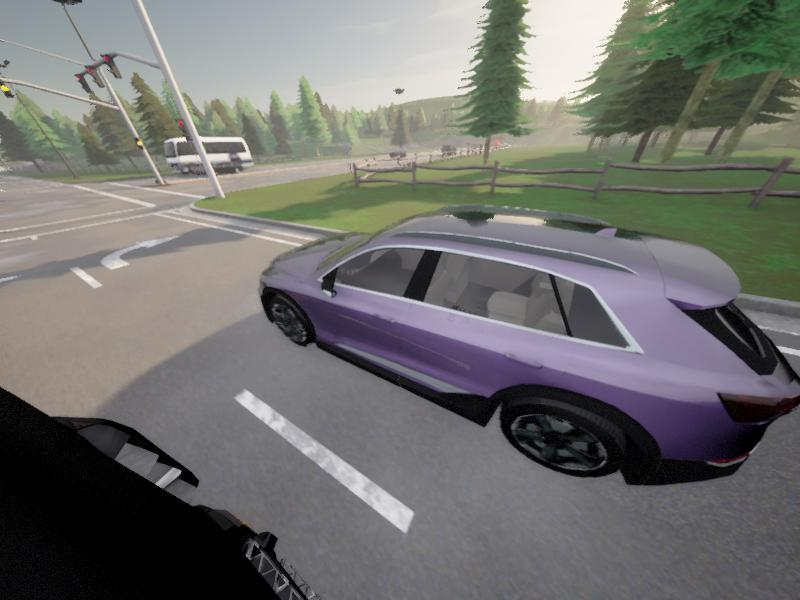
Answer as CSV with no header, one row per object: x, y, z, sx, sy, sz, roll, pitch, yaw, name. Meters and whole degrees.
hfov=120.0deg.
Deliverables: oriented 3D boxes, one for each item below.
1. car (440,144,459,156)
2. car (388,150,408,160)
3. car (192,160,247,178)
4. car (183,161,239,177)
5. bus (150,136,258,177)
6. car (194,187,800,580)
11.080,-33.449,51.546,2.150,2.045,5.566,17,38,27,car
-0.338,-29.696,47.213,1.837,1.490,4.892,16,38,26,car
-22.297,-16.391,28.781,1.837,1.490,4.892,16,38,25,car
-25.010,-17.541,30.791,2.033,1.411,5.357,16,38,25,car
-26.992,-20.587,32.926,3.944,4.253,10.273,16,38,25,bus
0.360,-0.158,2.672,4.856,1.649,2.033,16,38,26,car
